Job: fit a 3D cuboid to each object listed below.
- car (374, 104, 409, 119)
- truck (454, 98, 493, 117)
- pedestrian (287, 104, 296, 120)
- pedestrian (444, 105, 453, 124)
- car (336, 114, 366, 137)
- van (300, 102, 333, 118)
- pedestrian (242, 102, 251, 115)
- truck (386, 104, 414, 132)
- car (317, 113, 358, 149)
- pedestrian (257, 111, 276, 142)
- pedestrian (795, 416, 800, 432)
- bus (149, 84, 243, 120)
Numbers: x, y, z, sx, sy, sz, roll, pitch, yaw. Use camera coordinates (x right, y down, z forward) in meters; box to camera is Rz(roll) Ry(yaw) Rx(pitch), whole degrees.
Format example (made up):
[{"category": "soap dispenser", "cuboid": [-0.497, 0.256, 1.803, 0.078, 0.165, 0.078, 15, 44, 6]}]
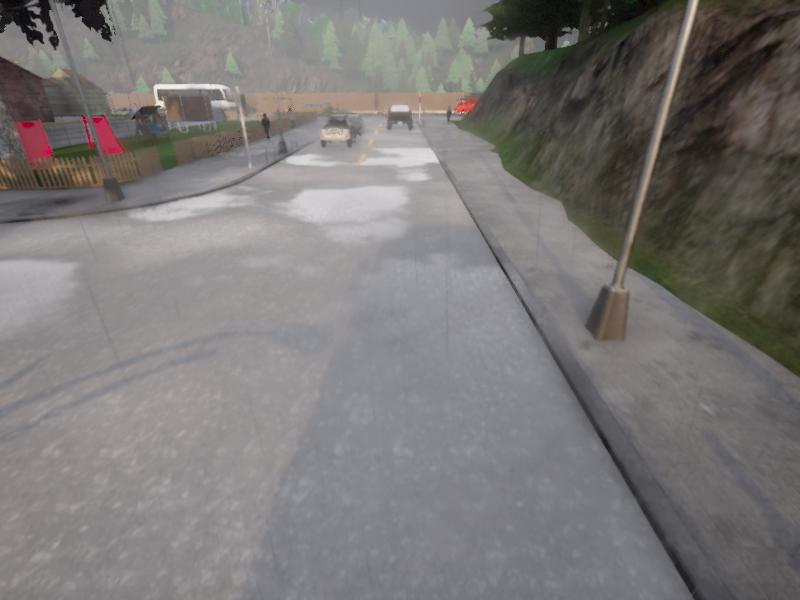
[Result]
[{"category": "car", "cuboid": [-1.162, -26.611, 56.343, 4.553, 1.767, 2.097, -23, 35, -37]}, {"category": "truck", "cuboid": [10.770, -28.416, 59.053, 5.204, 2.467, 2.627, 0, 27, 0]}, {"category": "pedestrian", "cuboid": [-13.823, -23.955, 50.893, 0.751, 1.860, 0.751, 0, 27, 0]}, {"category": "pedestrian", "cuboid": [5.207, -19.872, 42.849, 0.751, 1.860, 0.751, 0, 27, 0]}, {"category": "car", "cuboid": [-4.001, -14.642, 33.432, 1.837, 1.490, 4.892, 0, 27, 0]}, {"category": "van", "cuboid": [-12.285, -28.158, 59.181, 4.442, 1.987, 1.775, -1, 27, 0]}, {"category": "pedestrian", "cuboid": [-24.086, -30.061, 62.801, 0.751, 1.860, 0.751, -3, 27, -6]}, {"category": "truck", "cuboid": [-0.001, -17.593, 38.486, 2.390, 2.098, 6.274, 0, 27, 0]}, {"category": "car", "cuboid": [-4.000, -11.204, 26.334, 1.932, 1.855, 4.605, 0, 27, 0]}, {"category": "pedestrian", "cuboid": [-9.163, -11.922, 27.491, 0.751, 1.860, 0.751, 1, 27, 2]}, {"category": "pedestrian", "cuboid": [4.077, 0.618, 3.067, 0.751, 1.860, 0.751, 11, 29, 21]}, {"category": "bus", "cuboid": [-27.814, -27.359, 55.227, 10.273, 4.253, 3.944, 0, 27, 0]}]
